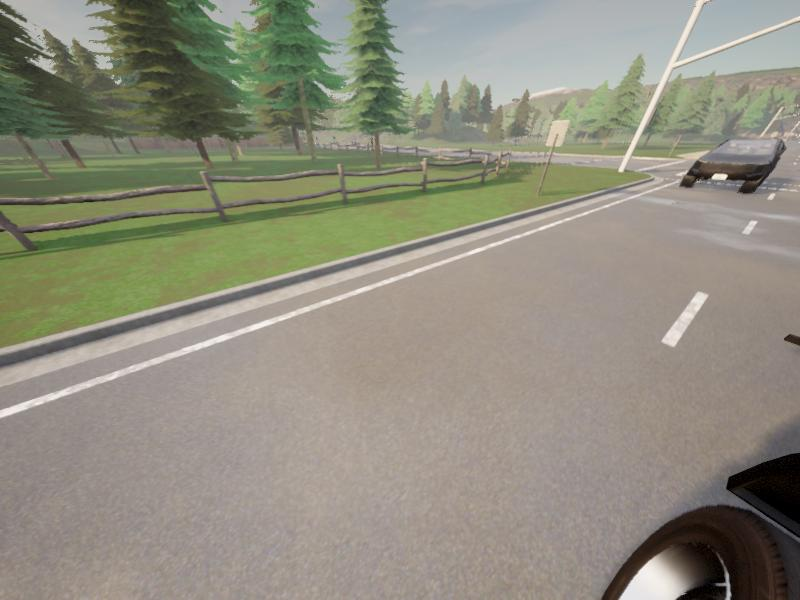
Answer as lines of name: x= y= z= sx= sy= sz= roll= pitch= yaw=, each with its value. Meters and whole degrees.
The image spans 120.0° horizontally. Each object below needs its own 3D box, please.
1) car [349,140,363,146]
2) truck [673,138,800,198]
car: x=-16.291 y=-57.703 z=84.822 sx=4.902 sy=1.511 sz=2.128 roll=25 pitch=43 yaw=32
truck: x=17.065 y=-6.891 z=11.702 sx=6.274 sy=2.098 sz=2.390 roll=-22 pitch=40 yaw=-27
